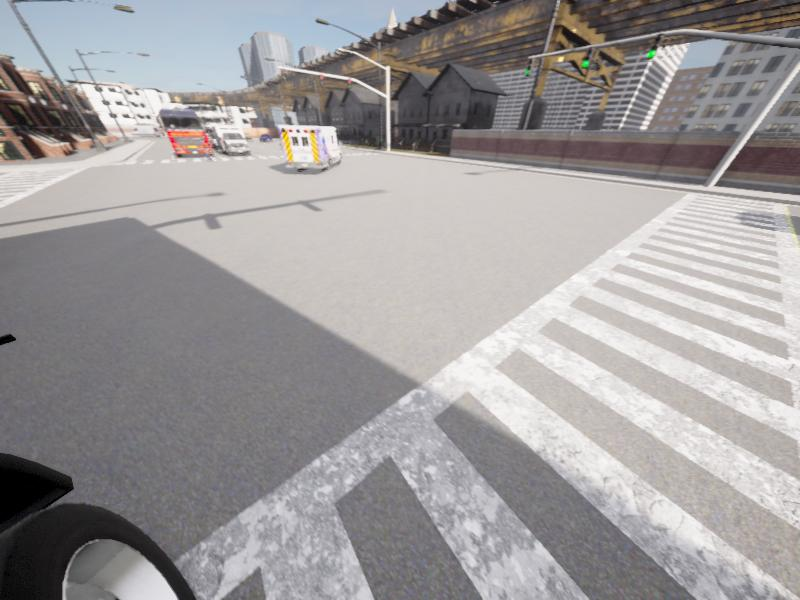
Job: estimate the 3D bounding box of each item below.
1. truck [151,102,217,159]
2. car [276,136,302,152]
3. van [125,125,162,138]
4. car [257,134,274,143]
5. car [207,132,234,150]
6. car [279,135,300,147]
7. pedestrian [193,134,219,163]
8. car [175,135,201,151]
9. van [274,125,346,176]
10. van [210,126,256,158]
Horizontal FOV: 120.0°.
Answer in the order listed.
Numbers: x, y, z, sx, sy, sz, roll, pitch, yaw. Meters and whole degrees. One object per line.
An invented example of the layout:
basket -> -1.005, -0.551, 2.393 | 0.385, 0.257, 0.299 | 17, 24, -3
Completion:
truck -> -21.142, -16.538, 22.742 | 2.891, 3.827, 8.468 | -24, 43, -31
car -> -14.733, -20.724, 30.603 | 1.789, 1.549, 3.705 | -24, 43, -30
van -> -68.322, -44.989, 61.688 | 5.915, 2.561, 1.988 | -8, 37, -12
car -> -28.917, -34.774, 49.651 | 1.812, 1.442, 4.674 | -24, 43, -31
car -> -23.818, -21.097, 30.608 | 1.932, 1.855, 4.605 | -24, 42, -31
car -> -18.820, -27.117, 39.359 | 1.970, 1.475, 3.806 | -24, 43, -30
pedestrian -> -15.113, -11.795, 18.007 | 0.751, 1.860, 0.751 | 24, 42, 28
car -> -27.083, -20.096, 29.463 | 1.837, 1.490, 4.892 | -24, 43, -31
van -> -5.759, -10.579, 16.142 | 2.351, 2.431, 6.366 | 2, 36, 1
van -> -17.413, -16.491, 23.967 | 2.351, 2.431, 6.366 | -24, 43, -30
